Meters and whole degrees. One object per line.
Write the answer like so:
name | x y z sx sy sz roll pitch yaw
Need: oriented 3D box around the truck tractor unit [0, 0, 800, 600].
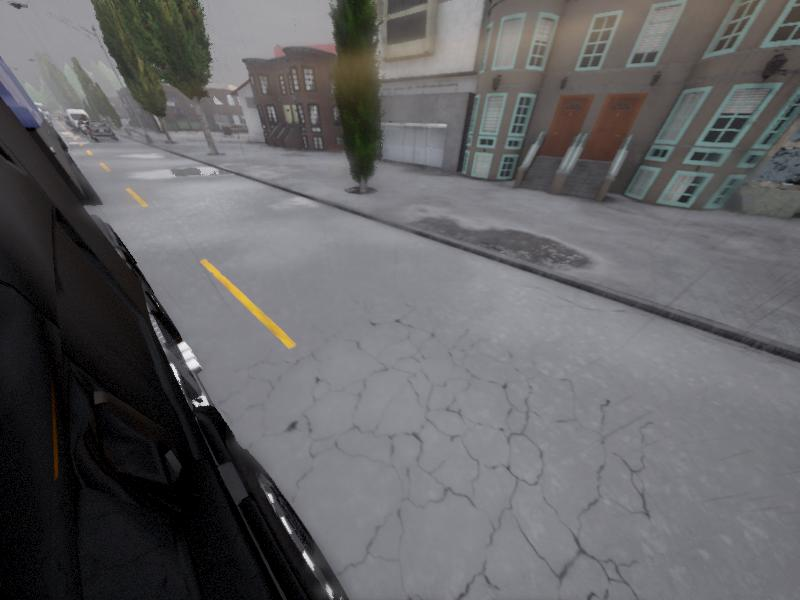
truck tractor unit | -2.645 -0.295 0.351 6.516 4.208 3.053 28 44 30

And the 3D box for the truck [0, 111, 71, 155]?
truck | -25.168 -11.448 15.687 6.274 2.098 2.390 28 44 30

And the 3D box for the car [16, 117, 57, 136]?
car | -40.688 -19.506 25.970 5.366 1.575 1.801 28 44 30

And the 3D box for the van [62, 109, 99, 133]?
van | -46.944 -26.358 33.969 5.915 2.561 1.988 28 44 30

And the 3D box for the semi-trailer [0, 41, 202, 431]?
semi-trailer | -8.711 -3.590 4.224 14.254 4.402 2.717 28 44 30

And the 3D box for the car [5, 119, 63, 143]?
car | -32.281 -15.000 20.503 4.902 1.511 2.128 28 44 30

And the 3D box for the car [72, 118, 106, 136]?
car | -39.623 -22.079 29.460 3.988 1.617 1.851 28 44 30

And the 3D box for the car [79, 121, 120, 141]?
car | -30.923 -17.417 23.785 3.705 1.549 1.789 28 44 30

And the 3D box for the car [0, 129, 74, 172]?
car | -18.225 -7.445 11.359 4.181 1.385 1.994 28 44 30
